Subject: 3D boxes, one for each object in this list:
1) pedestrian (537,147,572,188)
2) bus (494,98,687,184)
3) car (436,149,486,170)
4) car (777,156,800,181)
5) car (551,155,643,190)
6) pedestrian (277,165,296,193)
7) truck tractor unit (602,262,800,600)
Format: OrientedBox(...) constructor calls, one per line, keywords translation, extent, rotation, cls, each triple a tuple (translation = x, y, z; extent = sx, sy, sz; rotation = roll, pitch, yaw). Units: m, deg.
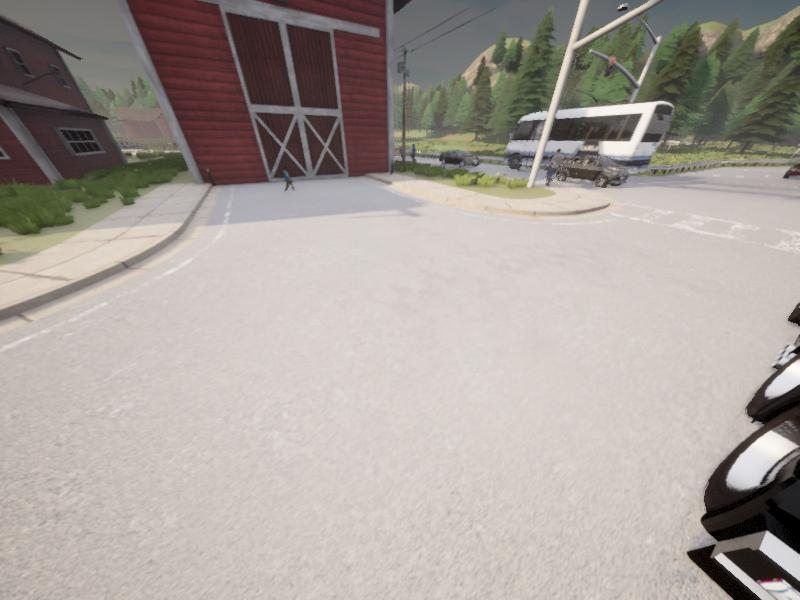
OrientedBox(translation=(8.281, -7.148, 12.484), extent=(0.751, 1.860, 0.751), rotation=(-5, 35, -8), cls="pedestrian")
OrientedBox(translation=(13.336, -12.346, 18.231), extent=(3.944, 4.253, 10.273), rotation=(-17, 38, -23), cls="bus")
OrientedBox(translation=(6.033, -14.460, 23.599), extent=(2.128, 1.511, 4.902), rotation=(-17, 39, -24), cls="car")
OrientedBox(translation=(31.488, -10.028, 17.539), extent=(5.357, 1.411, 2.033), rotation=(-18, 39, -24), cls="car")
OrientedBox(translation=(11.924, -8.005, 14.339), extent=(1.789, 1.549, 3.705), rotation=(-12, 36, -18), cls="car")
OrientedBox(translation=(-5.430, -5.796, 11.083), extent=(0.500, 1.100, 0.500), rotation=(-18, 39, -24), cls="pedestrian")
OrientedBox(translation=(5.110, -0.300, 0.789), extent=(6.516, 4.208, 3.053), rotation=(-18, 39, -24), cls="truck tractor unit")
